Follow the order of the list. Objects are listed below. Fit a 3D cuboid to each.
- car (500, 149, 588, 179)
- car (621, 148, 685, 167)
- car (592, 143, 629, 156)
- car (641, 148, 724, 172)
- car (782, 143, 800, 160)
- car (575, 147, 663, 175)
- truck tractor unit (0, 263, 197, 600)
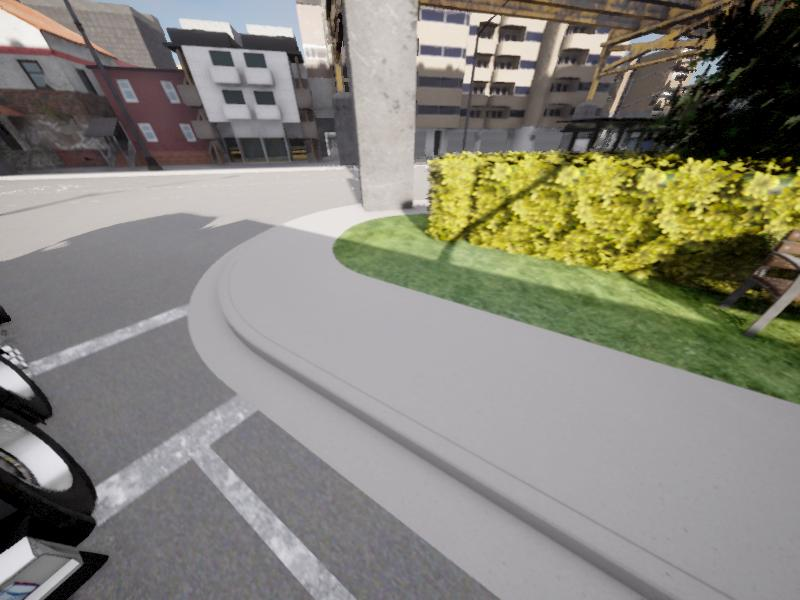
[{"bbox_3d":[10.387,-10.030,16.887,5.238,1.638,1.930,-9,36,-12],"label":"car"},{"bbox_3d":[25.182,-14.297,23.046,4.674,1.442,1.812,-9,36,-12],"label":"car"},{"bbox_3d":[32.678,-23.513,36.089,2.038,1.542,4.974,6,35,9],"label":"car"},{"bbox_3d":[24.049,-12.080,19.794,4.974,1.542,2.038,-9,36,-12],"label":"car"},{"bbox_3d":[50.970,-18.319,28.398,5.238,1.638,1.930,-9,36,-12],"label":"car"},{"bbox_3d":[17.193,-11.052,18.306,5.027,1.651,2.152,-9,36,-12],"label":"car"},{"bbox_3d":[-5.113,-0.297,0.780,6.516,4.208,3.053,18,39,24],"label":"truck tractor unit"}]
